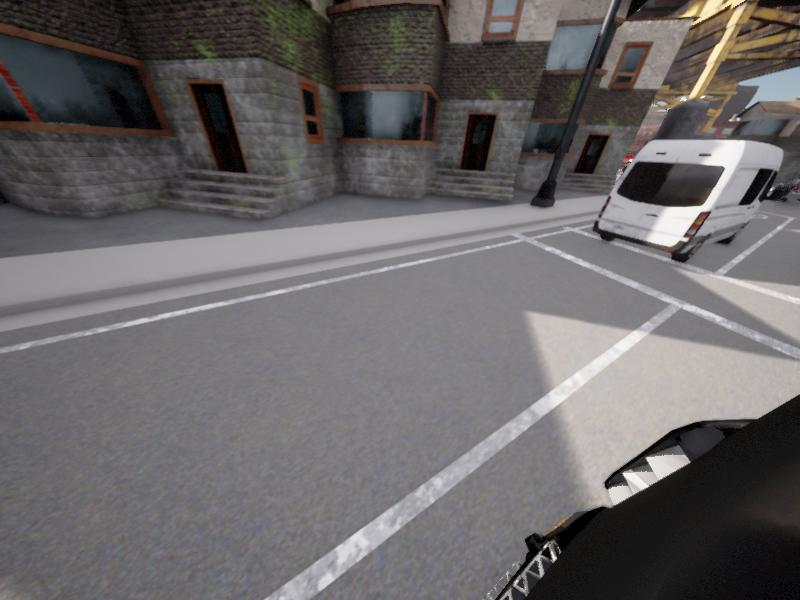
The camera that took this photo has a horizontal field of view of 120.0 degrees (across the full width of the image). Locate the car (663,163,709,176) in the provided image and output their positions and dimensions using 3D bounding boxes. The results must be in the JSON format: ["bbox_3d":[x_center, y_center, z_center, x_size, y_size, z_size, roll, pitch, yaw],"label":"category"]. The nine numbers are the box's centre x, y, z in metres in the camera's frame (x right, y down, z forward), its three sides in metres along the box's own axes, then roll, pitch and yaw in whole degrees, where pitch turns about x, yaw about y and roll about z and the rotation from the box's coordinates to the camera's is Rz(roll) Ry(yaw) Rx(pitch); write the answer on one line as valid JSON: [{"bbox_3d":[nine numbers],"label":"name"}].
[{"bbox_3d":[51.017,-23.387,41.400,2.038,1.542,4.974,-27,44,-37],"label":"car"}]

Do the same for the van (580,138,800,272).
[{"bbox_3d":[8.460,-2.902,6.621,5.915,2.561,1.988,-14,37,-24],"label":"van"}]

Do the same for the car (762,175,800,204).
[{"bbox_3d":[28.581,-7.867,16.501,1.845,1.501,3.633,29,42,33],"label":"car"}]

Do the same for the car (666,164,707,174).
[{"bbox_3d":[51.060,-23.496,41.283,1.853,1.218,4.536,-27,44,-37],"label":"car"}]

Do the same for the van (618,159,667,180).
[{"bbox_3d":[31.148,-17.004,29.923,2.069,2.038,4.480,11,34,11],"label":"van"}]

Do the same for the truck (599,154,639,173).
[{"bbox_3d":[38.298,-24.062,40.651,2.627,2.467,5.204,11,34,11],"label":"truck"}]
